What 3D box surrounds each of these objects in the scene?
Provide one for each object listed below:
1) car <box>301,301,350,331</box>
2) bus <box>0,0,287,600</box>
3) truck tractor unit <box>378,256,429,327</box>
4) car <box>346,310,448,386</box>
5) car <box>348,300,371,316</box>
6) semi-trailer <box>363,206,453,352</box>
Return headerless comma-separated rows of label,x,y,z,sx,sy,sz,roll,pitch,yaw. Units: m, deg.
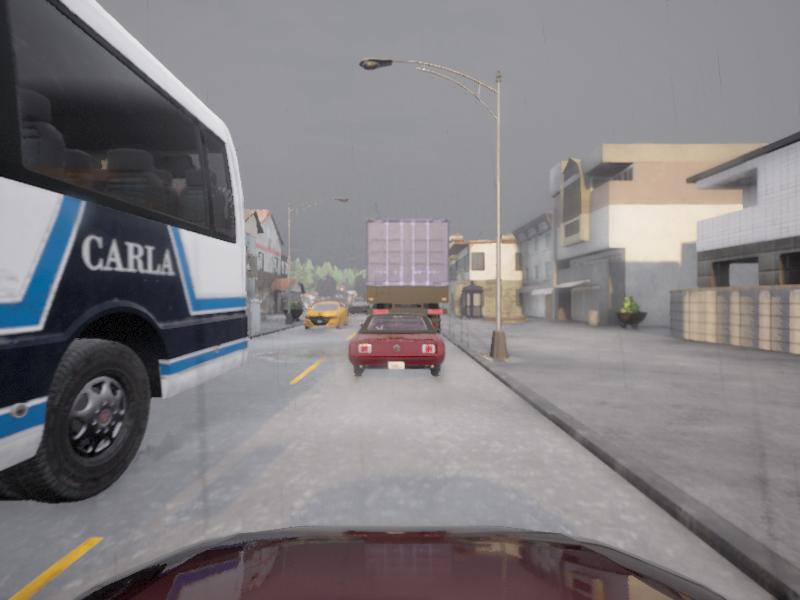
car,-4.090,0.831,22.857,1.882,1.535,5.008,0,0,0
bus,-3.777,-0.542,1.078,3.944,4.253,10.273,0,1,0
truck tractor unit,0.109,-0.513,27.109,3.053,4.208,6.516,0,0,-2
car,-0.054,0.953,9.820,1.895,1.301,4.718,0,0,0
car,-4.225,0.786,42.195,1.930,1.638,5.238,0,0,0
semi-trailer,0.197,-0.610,19.199,2.717,4.402,14.254,0,0,0
